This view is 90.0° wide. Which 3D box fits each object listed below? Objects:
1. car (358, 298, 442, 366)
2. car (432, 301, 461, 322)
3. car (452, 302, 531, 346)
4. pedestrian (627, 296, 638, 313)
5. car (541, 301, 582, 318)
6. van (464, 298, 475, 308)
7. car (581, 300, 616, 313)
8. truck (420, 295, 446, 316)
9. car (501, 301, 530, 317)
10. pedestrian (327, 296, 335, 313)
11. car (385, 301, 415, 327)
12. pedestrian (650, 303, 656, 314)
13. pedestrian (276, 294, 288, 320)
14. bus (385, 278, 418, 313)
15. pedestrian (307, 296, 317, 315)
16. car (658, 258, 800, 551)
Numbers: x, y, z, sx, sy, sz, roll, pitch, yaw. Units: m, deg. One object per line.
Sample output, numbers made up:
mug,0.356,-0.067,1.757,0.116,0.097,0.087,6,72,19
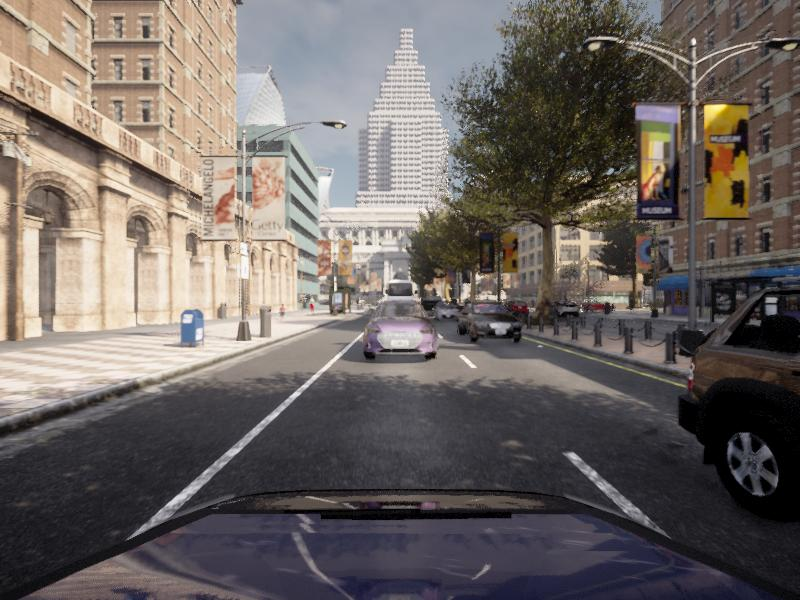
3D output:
car,0.001,0.782,12.205,2.033,1.649,4.856,0,0,0
car,3.502,0.837,30.869,1.845,1.501,3.633,0,0,0
car,3.500,0.842,16.347,2.128,1.511,4.902,0,0,0
pedestrian,25.858,0.502,44.522,0.751,1.860,0.751,0,0,0
car,15.001,0.842,37.342,2.007,1.525,4.514,0,0,0
van,14.960,0.630,86.325,1.775,1.987,4.442,0,0,0
car,25.309,0.836,51.083,3.705,1.549,1.789,0,0,-12
truck,3.502,0.557,43.635,2.390,2.098,6.274,0,0,0
car,11.502,0.829,40.096,1.789,1.549,3.705,0,0,0
pedestrian,-7.481,0.501,43.364,0.751,1.860,0.751,0,0,-2
car,0.002,0.852,26.946,1.837,1.490,4.892,0,1,0
pedestrian,25.339,0.880,40.050,0.500,1.100,0.500,0,0,32
pedestrian,-8.404,0.496,28.588,0.751,1.860,0.751,0,0,-13
bus,0.136,-0.514,53.564,3.944,4.253,10.273,0,0,0
pedestrian,-8.661,0.500,39.355,0.751,1.860,0.751,0,0,7
car,3.498,0.656,1.626,1.932,1.855,4.605,0,-1,0
